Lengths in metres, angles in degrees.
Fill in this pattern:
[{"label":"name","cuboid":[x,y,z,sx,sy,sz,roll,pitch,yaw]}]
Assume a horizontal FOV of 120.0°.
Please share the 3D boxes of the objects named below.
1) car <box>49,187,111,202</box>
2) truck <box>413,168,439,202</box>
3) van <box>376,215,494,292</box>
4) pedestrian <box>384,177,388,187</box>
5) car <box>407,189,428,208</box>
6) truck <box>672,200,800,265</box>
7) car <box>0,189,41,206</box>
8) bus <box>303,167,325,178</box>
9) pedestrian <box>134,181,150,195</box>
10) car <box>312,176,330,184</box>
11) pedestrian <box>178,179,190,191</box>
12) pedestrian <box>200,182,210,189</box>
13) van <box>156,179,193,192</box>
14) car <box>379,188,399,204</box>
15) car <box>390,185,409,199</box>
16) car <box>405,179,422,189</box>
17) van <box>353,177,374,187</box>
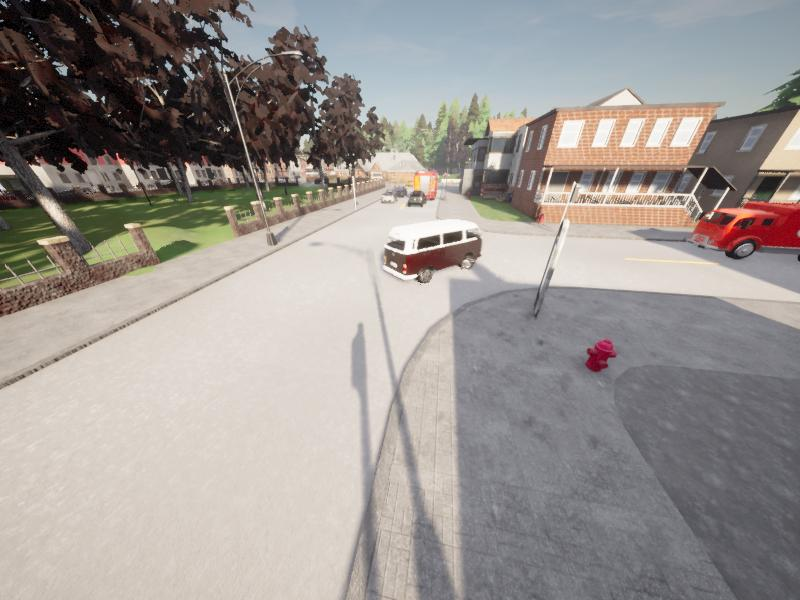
[{"label":"car","cuboid":[-46.283,-15.412,33.637,1.837,1.490,4.892,5,30,9]},{"label":"truck","cuboid":[3.886,-16.816,33.308,2.891,3.827,8.468,5,30,9]},{"label":"van","cuboid":[1.539,-2.212,9.798,4.480,2.038,2.069,-19,32,-30]},{"label":"pedestrian","cuboid":[-3.106,-25.768,50.523,0.751,1.860,0.751,5,30,9]},{"label":"car","cuboid":[2.108,-12.004,27.190,1.851,1.617,3.988,7,31,12]},{"label":"truck","cuboid":[18.389,-3.423,11.465,5.204,2.467,2.627,6,31,11]},{"label":"car","cuboid":[-47.424,-12.390,27.900,1.789,1.549,3.705,5,30,9]},{"label":"bus","cuboid":[-36.746,-54.758,99.030,3.944,4.253,10.273,5,30,9]},{"label":"pedestrian","cuboid":[-40.798,-17.679,36.509,0.751,1.860,0.751,5,30,9]},{"label":"car","cuboid":[-20.713,-31.644,60.888,3.866,1.878,1.905,5,30,9]},{"label":"pedestrian","cuboid":[-39.605,-21.038,42.328,0.751,1.860,0.751,5,30,9]},{"label":"pedestrian","cuboid":[-38.850,-22.870,46.063,0.751,1.300,0.751,6,31,10]},{"label":"van","cuboid":[-43.901,-22.407,45.222,2.069,2.038,4.480,5,30,9]},{"label":"car","cuboid":[-1.281,-13.276,29.471,1.845,1.501,3.633,4,30,7]},{"label":"car","cuboid":[-0.005,-16.512,35.211,2.033,1.411,5.357,5,30,8]},{"label":"car","cuboid":[2.858,-25.456,50.519,1.801,1.575,5.366,-10,31,-15]},{"label":"van","cuboid":[-8.726,-28.535,55.881,4.442,1.987,1.775,5,30,9]}]
